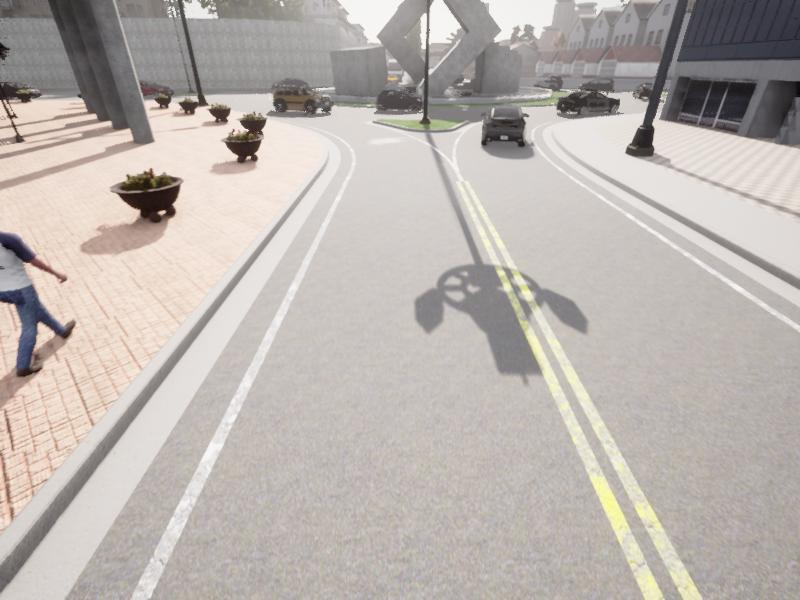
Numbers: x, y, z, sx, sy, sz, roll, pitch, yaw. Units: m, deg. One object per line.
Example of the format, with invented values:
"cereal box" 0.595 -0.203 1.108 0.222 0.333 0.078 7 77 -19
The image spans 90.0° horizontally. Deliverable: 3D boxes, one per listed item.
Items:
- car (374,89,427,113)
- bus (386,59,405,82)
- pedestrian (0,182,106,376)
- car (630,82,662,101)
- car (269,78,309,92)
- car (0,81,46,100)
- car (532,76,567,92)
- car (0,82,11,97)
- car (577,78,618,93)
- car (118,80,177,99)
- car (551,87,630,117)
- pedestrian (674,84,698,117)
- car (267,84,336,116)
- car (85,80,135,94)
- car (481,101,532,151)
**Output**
"car" 0.064 -15.083 30.275 3.633 1.501 1.845 6 31 10
"bus" -0.909 -51.819 90.346 3.944 4.253 10.273 1 30 1
"pedestrian" -3.992 -0.185 4.121 0.751 1.860 0.751 0 30 0
"car" 25.961 -22.106 42.321 1.789 1.549 3.705 8 31 12
"car" -16.322 -31.708 58.852 5.027 1.651 2.152 -19 35 -30
"car" -40.134 -21.971 41.960 3.988 1.617 1.851 1 30 2
"car" 20.759 -30.187 55.813 1.905 1.878 3.866 -26 39 -37
"car" -47.185 -23.787 45.186 4.181 1.385 1.994 1 30 1
"car" 27.199 -29.652 55.244 4.611 1.667 2.242 17 34 26
"car" -27.633 -23.111 43.894 5.027 1.651 2.152 5 31 8
"car" 13.827 -14.440 29.097 5.238 1.638 1.930 -13 33 -22
"pedestrian" 18.738 -13.048 26.189 0.751 1.860 0.751 18 35 28
"car" -7.142 -14.628 29.136 4.605 1.855 1.932 16 35 26
"car" -36.932 -27.232 51.038 4.514 1.525 2.007 -1 30 -1
"car" 4.780 -8.090 18.365 1.837 1.490 4.892 6 31 10
